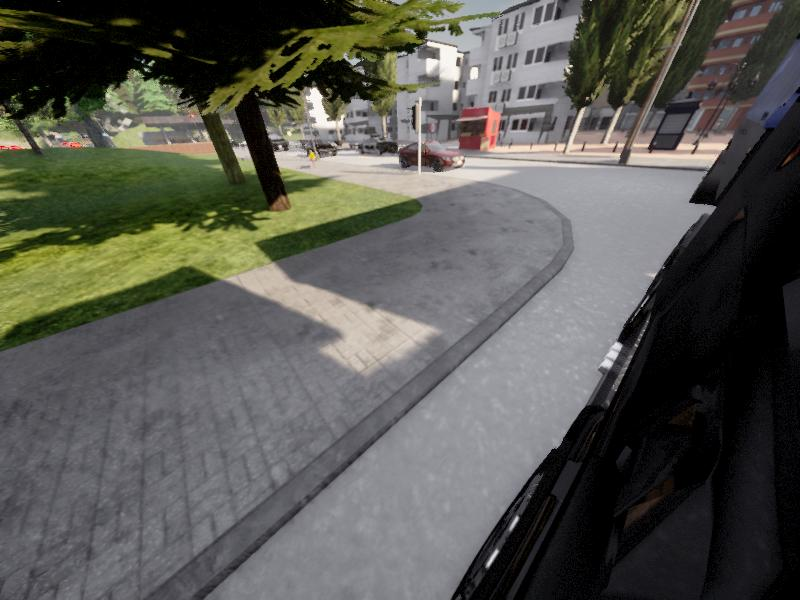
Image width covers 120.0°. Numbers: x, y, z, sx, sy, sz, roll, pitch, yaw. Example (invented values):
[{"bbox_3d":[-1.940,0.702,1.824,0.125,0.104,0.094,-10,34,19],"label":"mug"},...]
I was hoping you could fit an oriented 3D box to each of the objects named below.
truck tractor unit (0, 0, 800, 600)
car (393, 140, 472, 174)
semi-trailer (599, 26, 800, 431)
[{"bbox_3d":[2.645,-0.295,0.351,6.516,4.208,3.053,-28,44,-30],"label":"truck tractor unit"},{"bbox_3d":[1.782,-8.888,14.185,1.812,1.442,4.674,-29,44,-30],"label":"car"},{"bbox_3d":[8.617,-3.666,4.297,14.254,4.402,2.717,-29,44,-31],"label":"semi-trailer"}]
